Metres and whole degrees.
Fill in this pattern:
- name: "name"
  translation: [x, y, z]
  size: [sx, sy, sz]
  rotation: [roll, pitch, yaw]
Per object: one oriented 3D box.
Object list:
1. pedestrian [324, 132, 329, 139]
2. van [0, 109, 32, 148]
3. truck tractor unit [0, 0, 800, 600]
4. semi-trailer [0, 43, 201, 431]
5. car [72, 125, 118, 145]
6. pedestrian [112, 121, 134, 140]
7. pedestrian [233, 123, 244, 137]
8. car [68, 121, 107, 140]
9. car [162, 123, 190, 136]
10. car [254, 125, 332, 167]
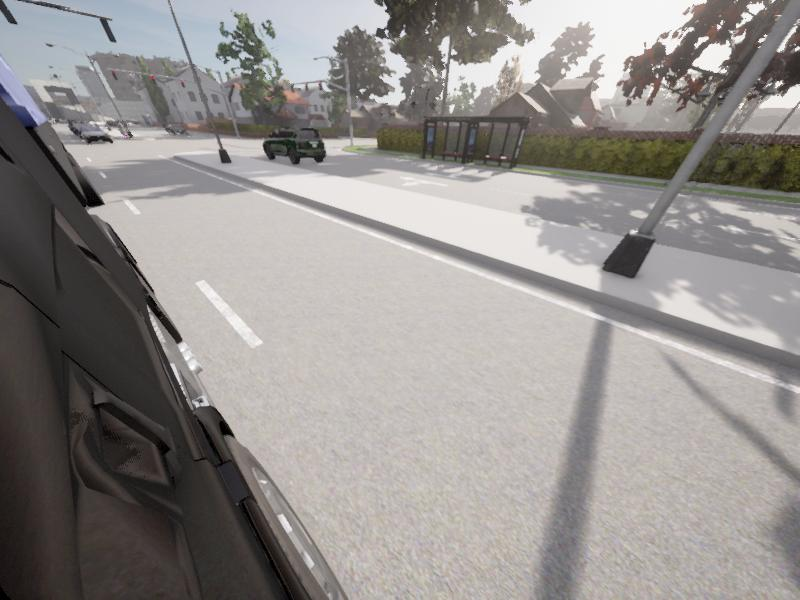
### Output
- name: "pedestrian"
  translation: [-14.425, -32.466, 45.479]
  size: [0.500, 1.100, 0.500]
  rotation: [29, 44, 31]
- name: "van"
  translation: [-32.799, -12.298, 16.460]
  size: [6.366, 2.431, 2.351]
  rotation: [-28, 46, -34]
- name: "truck tractor unit"
  translation: [-2.645, -0.295, 0.352]
  size: [6.516, 4.208, 3.053]
  rotation: [28, 44, 30]
- name: "semi-trailer"
  translation: [-8.704, -3.575, 4.260]
  size: [14.254, 4.402, 2.717]
  rotation: [28, 44, 30]
- name: "car"
  translation: [-31.058, -16.801, 23.499]
  size: [5.357, 1.411, 2.033]
  rotation: [28, 43, 30]
- name: "pedestrian"
  translation: [-33.056, -20.203, 27.556]
  size: [0.751, 1.860, 0.751]
  rotation: [20, 40, 23]
- name: "pedestrian"
  translation: [-26.958, -28.379, 38.656]
  size: [0.751, 1.860, 0.751]
  rotation: [24, 42, 26]
- name: "car"
  translation: [-37.223, -20.169, 27.517]
  size: [5.238, 1.638, 1.930]
  rotation: [27, 43, 30]
- name: "car"
  translation: [-40.494, -30.796, 41.710]
  size: [5.027, 1.651, 2.152]
  rotation: [28, 43, 30]
- name: "car"
  translation: [-7.537, -10.933, 16.253]
  size: [5.566, 2.045, 2.150]
  rotation: [28, 43, 30]
